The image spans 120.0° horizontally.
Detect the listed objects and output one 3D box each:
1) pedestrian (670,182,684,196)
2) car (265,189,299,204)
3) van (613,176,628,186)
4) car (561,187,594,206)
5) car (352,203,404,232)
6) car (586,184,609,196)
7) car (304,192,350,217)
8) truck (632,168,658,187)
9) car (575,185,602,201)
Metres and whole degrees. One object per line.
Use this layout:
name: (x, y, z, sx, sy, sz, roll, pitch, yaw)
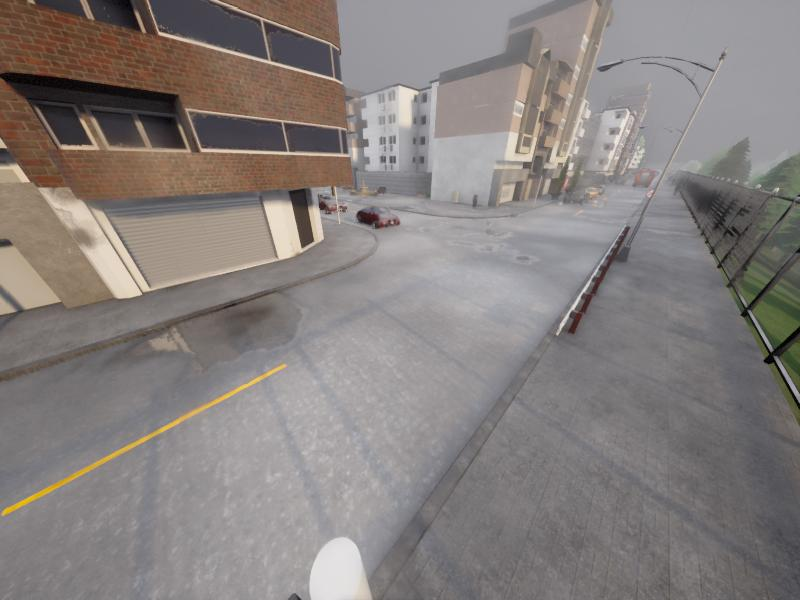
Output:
pedestrian: (43.315, -17.326, 36.107, 0.751, 1.860, 0.751, 25, 39, 37)
car: (-15.950, -14.004, 31.077, 5.357, 1.411, 2.033, 27, 39, 38)
van: (54.410, -29.278, 56.936, 4.442, 1.987, 1.775, -27, 39, -38)
car: (22.786, -13.386, 29.605, 4.553, 1.767, 2.097, -27, 39, -38)
car: (-1.819, -6.657, 18.376, 1.994, 1.385, 4.181, -22, 37, -33)
car: (32.706, -18.205, 38.270, 1.970, 1.475, 3.806, 27, 39, 38)
car: (-7.544, -9.904, 23.745, 5.027, 1.651, 2.152, 27, 39, 38)
truck: (58.904, -29.491, 55.462, 8.468, 3.827, 2.891, -27, 39, -38)
car: (27.818, -15.809, 34.016, 5.366, 1.575, 1.801, -27, 39, -38)
